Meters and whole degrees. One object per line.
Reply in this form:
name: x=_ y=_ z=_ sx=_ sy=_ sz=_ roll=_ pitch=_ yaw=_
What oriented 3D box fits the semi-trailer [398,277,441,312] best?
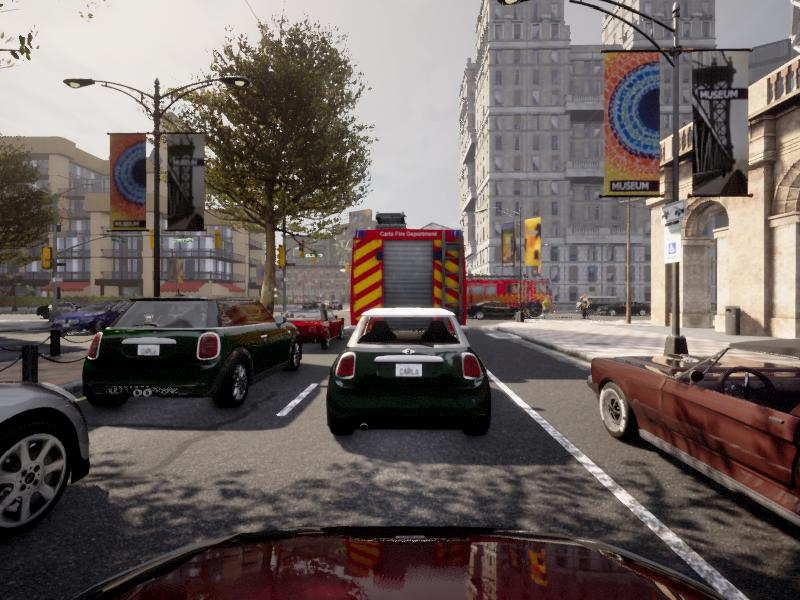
semi-trailer: x=2.402 y=-0.618 z=57.545 sx=2.717 sy=4.402 sz=14.254 roll=0 pitch=0 yaw=-12

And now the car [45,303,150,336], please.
car: x=-14.662 y=0.870 z=19.801 sx=1.812 sy=1.442 sz=4.674 roll=0 pitch=0 yaw=-2

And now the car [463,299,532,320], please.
car: x=7.959 y=0.771 z=32.930 sx=5.238 sy=1.638 sz=1.930 roll=1 pitch=0 yaw=1

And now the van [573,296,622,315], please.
van: x=21.300 y=0.599 z=43.240 sx=4.442 sy=1.987 sz=1.775 roll=0 pitch=0 yaw=1

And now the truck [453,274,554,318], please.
truck: x=9.226 y=-0.321 z=36.407 sx=8.468 sy=3.827 sz=2.891 roll=0 pitch=0 yaw=1

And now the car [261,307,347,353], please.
car: x=-3.218 y=0.944 z=14.445 sx=1.895 sy=1.301 sz=4.718 roll=0 pitch=0 yaw=1

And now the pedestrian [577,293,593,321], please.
pedestrian: x=12.566 y=0.485 z=27.179 sx=0.751 sy=1.860 sz=0.751 roll=0 pitch=0 yaw=-5

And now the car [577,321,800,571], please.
car: x=3.308 y=0.938 z=3.058 sx=1.895 sy=1.301 sz=4.718 roll=0 pitch=0 yaw=1

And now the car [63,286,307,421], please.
car: x=-3.355 y=0.694 z=7.527 sx=2.097 sy=1.767 sz=4.553 roll=0 pitch=0 yaw=1

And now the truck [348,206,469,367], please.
truck: x=0.274 y=-0.321 z=13.781 sx=2.891 sy=3.827 sz=8.468 roll=0 pitch=0 yaw=1

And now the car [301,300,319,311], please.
car: x=-13.798 y=0.815 z=61.323 sx=1.789 sy=1.549 sz=3.705 roll=0 pitch=0 yaw=1

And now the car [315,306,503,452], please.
car: x=0.119 y=0.853 z=6.110 sx=1.970 sy=1.475 sz=3.806 roll=0 pitch=0 yaw=1

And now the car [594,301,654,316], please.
car: x=22.181 y=0.844 z=39.726 sx=4.892 sy=1.490 sz=1.837 roll=0 pitch=0 yaw=1

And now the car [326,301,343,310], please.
car: x=-10.261 y=0.853 z=63.188 sx=1.970 sy=1.475 sz=3.806 roll=0 pitch=0 yaw=1

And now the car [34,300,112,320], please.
car: x=-27.058 y=0.824 z=33.244 sx=4.974 sy=1.542 sz=2.038 roll=0 pitch=0 yaw=4

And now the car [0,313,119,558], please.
car: x=-3.473 y=0.853 z=1.600 sx=1.970 sy=1.475 sz=3.806 roll=0 pitch=0 yaw=1

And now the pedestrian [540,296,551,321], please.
pedestrian: x=10.857 y=0.637 z=29.835 sx=0.751 sy=1.860 sz=0.751 roll=0 pitch=0 yaw=18
